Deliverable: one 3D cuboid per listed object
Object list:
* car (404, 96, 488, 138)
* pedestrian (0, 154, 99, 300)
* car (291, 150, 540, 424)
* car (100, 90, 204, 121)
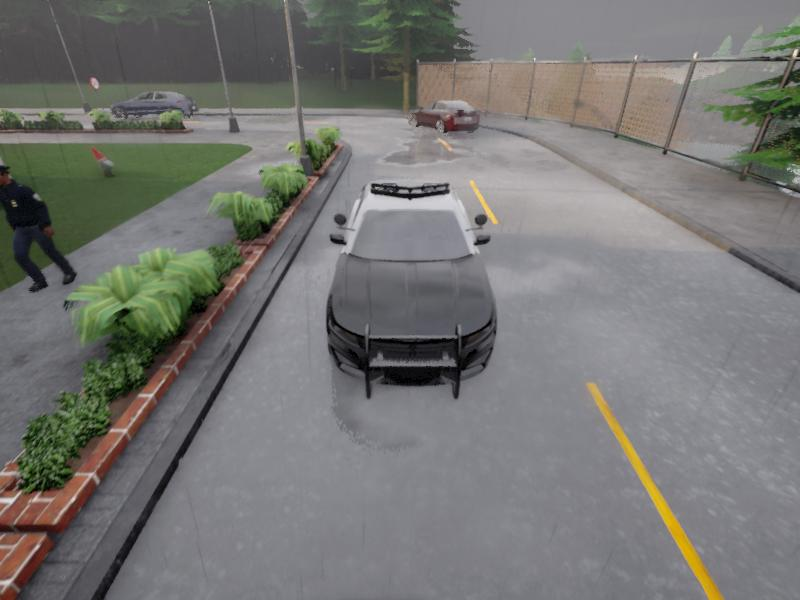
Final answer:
[{"bbox_3d":[2.274,-9.822,21.265,2.163,1.488,4.792,-14,33,-22],"label":"car"},{"bbox_3d":[-5.164,-0.990,5.576,0.751,1.860,0.751,0,30,0],"label":"pedestrian"},{"bbox_3d":[0.137,-0.825,5.762,1.930,1.638,5.238,0,30,0],"label":"car"},{"bbox_3d":[-15.802,-12.548,25.782,5.027,1.651,2.152,0,30,0],"label":"car"}]
